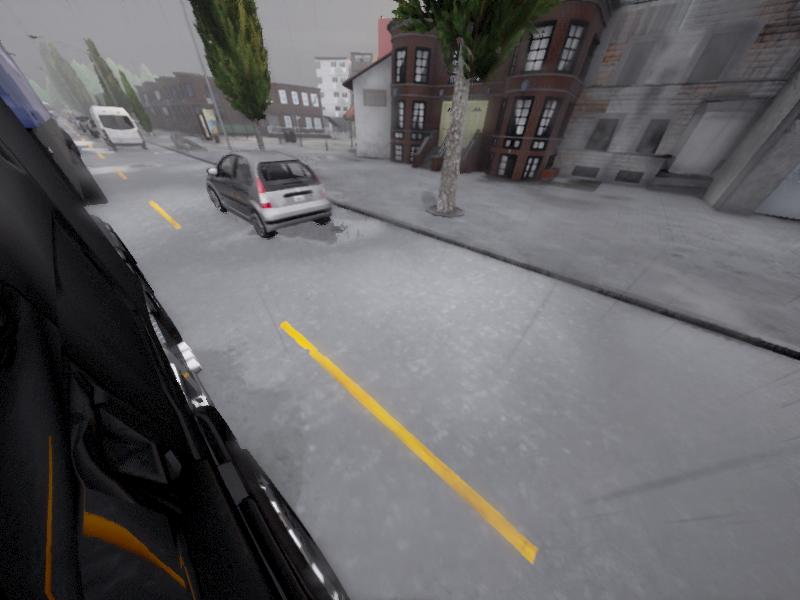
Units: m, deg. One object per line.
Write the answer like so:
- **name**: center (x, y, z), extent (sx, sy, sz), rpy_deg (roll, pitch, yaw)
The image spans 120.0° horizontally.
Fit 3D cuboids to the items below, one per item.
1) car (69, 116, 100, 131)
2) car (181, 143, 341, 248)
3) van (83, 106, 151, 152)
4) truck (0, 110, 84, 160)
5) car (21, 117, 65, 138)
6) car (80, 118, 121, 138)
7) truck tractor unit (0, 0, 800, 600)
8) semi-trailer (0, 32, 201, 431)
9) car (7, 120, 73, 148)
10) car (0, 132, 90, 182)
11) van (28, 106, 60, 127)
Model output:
- **car**: center (-48.298, -27.098, 35.399), extent (4.611, 1.667, 2.242), rpy_deg (30, 45, 32)
- **car**: center (-3.639, -2.998, 6.084), extent (3.988, 1.617, 1.851), rpy_deg (29, 44, 31)
- **van**: center (-22.136, -13.407, 18.042), extent (5.915, 2.561, 1.988), rpy_deg (30, 44, 31)
- **truck**: center (-21.928, -10.090, 13.987), extent (6.274, 2.098, 2.390), rpy_deg (29, 44, 31)
- **car**: center (-37.026, -18.022, 24.062), extent (5.366, 1.575, 1.801), rpy_deg (29, 44, 30)
- **car**: center (-34.137, -19.600, 26.313), extent (4.856, 1.649, 2.033), rpy_deg (29, 44, 31)
- **truck tractor unit**: center (-2.645, -0.295, 0.351), extent (6.516, 4.208, 3.053), rpy_deg (28, 44, 30)
- **semi-trailer**: center (-8.646, -3.641, 4.277), extent (14.254, 4.402, 2.717), rpy_deg (29, 44, 30)
- **car**: center (-27.664, -12.946, 17.930), extent (4.902, 1.511, 2.128), rpy_deg (29, 44, 31)
- **car**: center (-15.419, -6.244, 9.883), extent (4.181, 1.385, 1.994), rpy_deg (28, 44, 31)
- **van**: center (-61.394, -31.683, 39.930), extent (5.915, 2.561, 1.988), rpy_deg (29, 44, 30)
